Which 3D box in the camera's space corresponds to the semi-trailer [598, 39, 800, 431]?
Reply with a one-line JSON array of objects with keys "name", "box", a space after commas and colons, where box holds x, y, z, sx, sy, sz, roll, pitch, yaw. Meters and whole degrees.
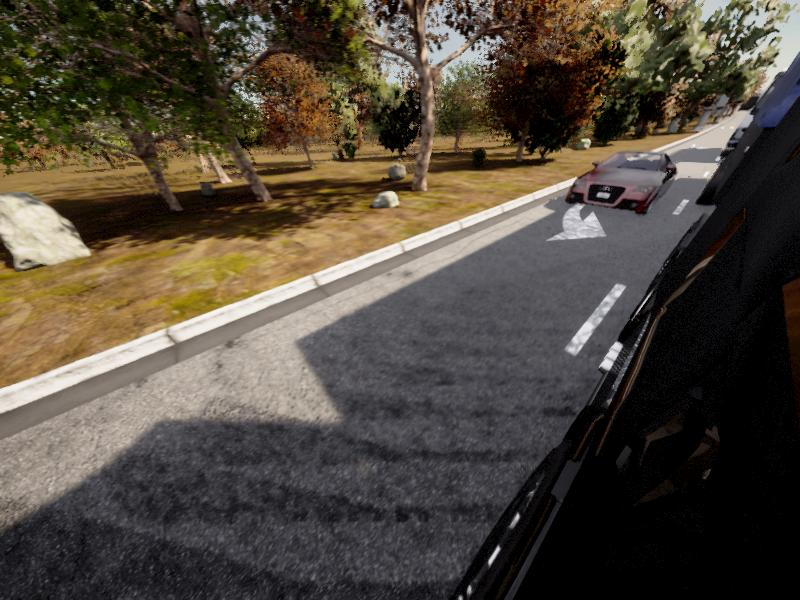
[{"name": "semi-trailer", "box": [8.696, -3.590, 4.252, 14.254, 4.402, 2.717, -28, 43, -30]}]

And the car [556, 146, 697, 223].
[{"name": "car", "box": [7.087, -3.820, 7.217, 4.181, 1.385, 1.994, -28, 43, -30]}]

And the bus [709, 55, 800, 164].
[{"name": "bus", "box": [23.410, -11.170, 13.792, 10.273, 4.253, 3.944, -28, 43, -30]}]

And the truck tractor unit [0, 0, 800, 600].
[{"name": "truck tractor unit", "box": [2.645, -0.295, 0.351, 6.516, 4.208, 3.053, -28, 44, -30]}]
